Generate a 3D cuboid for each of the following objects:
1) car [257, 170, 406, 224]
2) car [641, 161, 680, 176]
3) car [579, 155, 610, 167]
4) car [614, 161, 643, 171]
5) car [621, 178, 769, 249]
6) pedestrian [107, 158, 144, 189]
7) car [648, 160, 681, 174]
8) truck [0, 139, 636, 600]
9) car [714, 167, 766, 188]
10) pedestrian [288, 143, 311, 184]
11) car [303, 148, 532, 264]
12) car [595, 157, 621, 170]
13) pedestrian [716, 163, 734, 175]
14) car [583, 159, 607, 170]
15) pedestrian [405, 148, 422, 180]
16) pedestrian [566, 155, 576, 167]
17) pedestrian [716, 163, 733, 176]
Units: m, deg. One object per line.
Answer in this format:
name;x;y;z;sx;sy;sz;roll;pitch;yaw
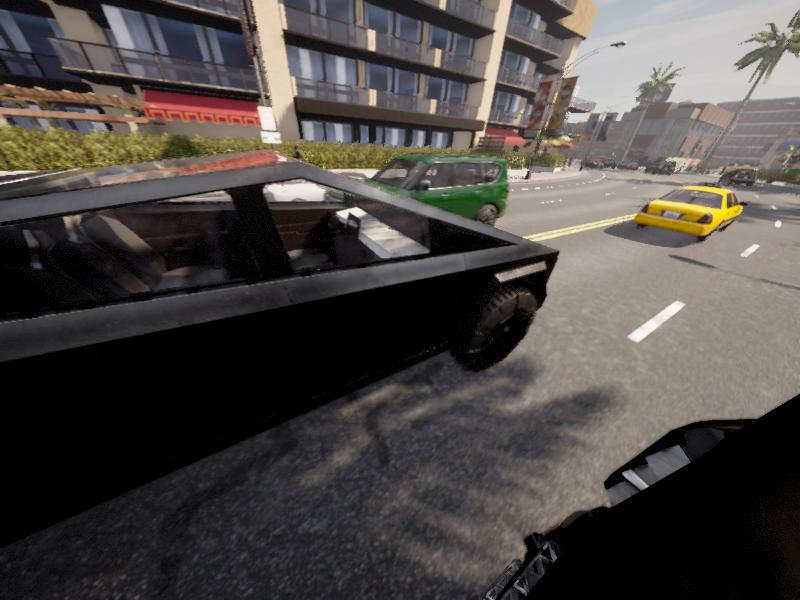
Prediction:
car;-2.336;-3.956;8.498;4.718;1.301;1.895;-16;38;-26
car;41.534;-21.090;37.015;2.242;1.667;4.611;16;36;18
car;45.473;-32.707;54.329;2.150;2.045;5.566;0;34;-5
car;44.935;-26.522;45.631;1.994;1.385;4.181;7;34;7
car;10.509;-3.288;8.197;5.366;1.575;1.801;-17;38;-27
pedestrian;-11.529;-5.337;9.738;0.500;1.100;0.500;-14;37;-23
car;47.022;-23.749;41.191;1.905;1.878;3.866;12;35;13
truck;-1.321;-0.072;2.049;6.274;2.098;2.390;-16;38;-26
car;38.085;-13.878;26.041;1.851;1.617;3.988;23;39;27
pedestrian;-5.563;-7.555;12.810;0.751;1.860;0.751;-14;37;-23
car;0.651;-2.866;6.415;5.566;2.045;2.150;-17;38;-27
car;41.573;-27.410;46.277;1.905;1.878;3.866;7;34;7
pedestrian;56.292;-22.717;40.050;0.751;1.860;0.751;4;34;2
car;37.606;-26.259;44.617;1.970;1.475;3.806;9;34;9
pedestrian;0.945;-9.537;16.254;0.751;1.860;0.751;-16;38;-26
pedestrian;30.472;-24.788;41.228;0.751;1.860;0.751;17;36;20
pedestrian;55.699;-22.507;39.693;0.751;1.860;0.751;26;40;31
